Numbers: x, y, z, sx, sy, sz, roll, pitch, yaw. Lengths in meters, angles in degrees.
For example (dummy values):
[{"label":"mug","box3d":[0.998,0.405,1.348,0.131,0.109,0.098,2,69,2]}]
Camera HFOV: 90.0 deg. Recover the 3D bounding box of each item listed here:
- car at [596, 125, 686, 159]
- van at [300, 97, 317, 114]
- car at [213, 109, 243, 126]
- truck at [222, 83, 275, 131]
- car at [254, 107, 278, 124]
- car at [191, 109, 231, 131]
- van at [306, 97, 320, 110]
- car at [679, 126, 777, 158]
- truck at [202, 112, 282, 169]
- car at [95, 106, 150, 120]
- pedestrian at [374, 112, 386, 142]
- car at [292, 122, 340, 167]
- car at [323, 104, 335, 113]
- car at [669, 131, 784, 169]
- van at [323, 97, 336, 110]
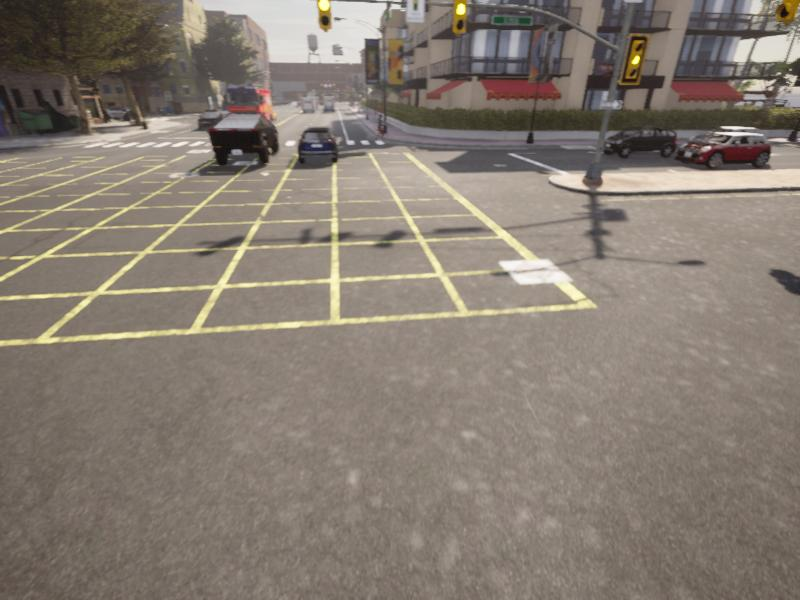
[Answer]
[{"label":"car","box3d":[13.315,-8.831,22.255,3.705,1.549,1.789,-3,27,-7]},{"label":"van","box3d":[-16.181,-34.595,71.048,2.351,2.431,6.366,-4,27,-8]},{"label":"car","box3d":[-18.661,-19.984,43.690,1.812,1.442,4.674,-4,27,-8]},{"label":"truck","box3d":[-14.406,-18.818,38.870,2.891,3.827,8.468,-4,27,-8]},{"label":"car","box3d":[-15.710,-21.841,47.186,1.801,1.575,5.366,-4,27,-8]},{"label":"car","box3d":[-17.674,-17.020,37.720,1.930,1.638,5.238,-4,28,-8]},{"label":"van","box3d":[-18.799,-42.674,86.730,2.351,2.431,6.366,-4,27,-8]},{"label":"car","box3d":[18.693,-9.122,22.967,3.806,1.475,1.970,-3,27,-7]},{"label":"truck","box3d":[-7.712,-8.301,20.382,2.390,2.098,6.274,-4,27,-8]},{"label":"car","box3d":[-34.718,-23.471,50.187,4.974,1.542,2.038,-3,27,-7]},{"label":"pedestrian","box3d":[-1.411,-12.193,28.232,0.751,1.860,0.751,-6,28,-12]},{"label":"car","box3d":[-4.190,-8.115,20.576,2.033,1.649,4.856,-4,27,-8]},{"label":"car","box3d":[-12.719,-34.334,71.726,1.994,1.385,4.181,-4,27,-8]},{"label":"car","box3d":[15.725,-7.326,19.440,3.806,1.475,1.970,-3,27,-7]},{"label":"van","box3d":[-15.347,-42.926,87.261,2.351,2.431,6.366,-4,27,-8]}]
